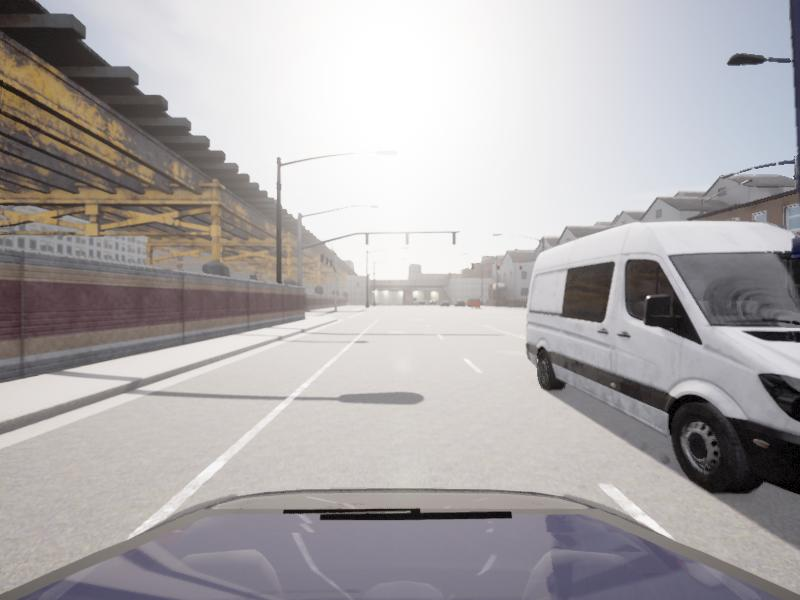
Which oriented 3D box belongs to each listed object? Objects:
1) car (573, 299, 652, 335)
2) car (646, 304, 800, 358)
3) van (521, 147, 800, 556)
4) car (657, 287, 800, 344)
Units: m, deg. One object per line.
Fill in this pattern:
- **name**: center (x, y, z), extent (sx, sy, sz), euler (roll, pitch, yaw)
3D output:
- **car**: center (10.487, 0.785, 20.092), extent (1.851, 1.617, 3.988), euler (0, 0, 0)
- **car**: center (10.482, 0.868, 13.231), extent (1.812, 1.442, 4.674), euler (0, 0, 0)
- **van**: center (3.501, 0.321, 5.331), extent (1.988, 2.561, 5.915), euler (0, 0, 0)
- **car**: center (13.966, 0.566, 17.315), extent (2.150, 2.045, 5.566), euler (0, 0, 0)
